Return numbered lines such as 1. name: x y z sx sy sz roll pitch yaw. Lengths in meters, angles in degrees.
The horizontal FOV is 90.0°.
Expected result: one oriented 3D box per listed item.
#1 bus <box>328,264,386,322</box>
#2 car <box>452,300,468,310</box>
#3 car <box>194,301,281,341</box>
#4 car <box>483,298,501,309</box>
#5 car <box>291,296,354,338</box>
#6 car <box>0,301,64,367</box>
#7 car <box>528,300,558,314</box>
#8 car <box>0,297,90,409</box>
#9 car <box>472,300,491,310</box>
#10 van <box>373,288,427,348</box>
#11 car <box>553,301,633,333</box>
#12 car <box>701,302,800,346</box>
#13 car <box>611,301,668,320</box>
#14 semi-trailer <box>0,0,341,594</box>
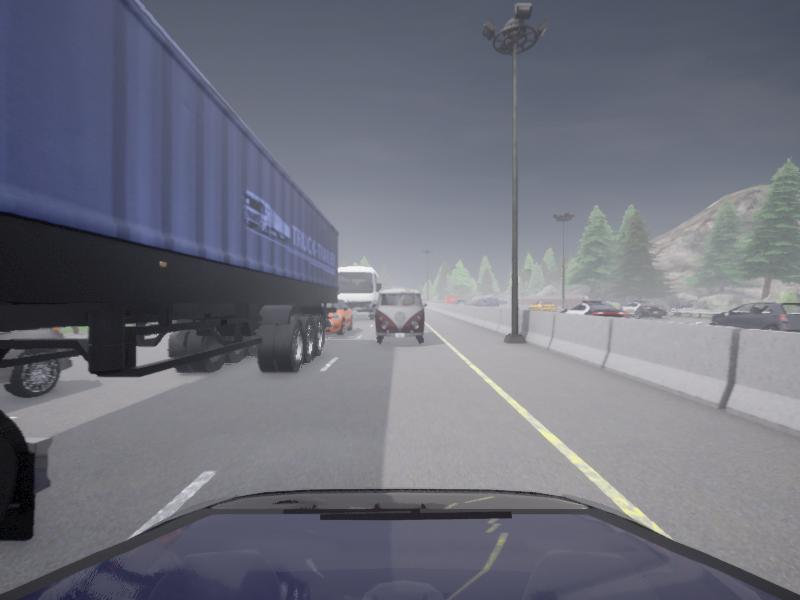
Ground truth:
1. bus: -3.389 -0.522 34.658 3.944 4.253 10.273 0 0 0
2. car: 10.394 0.799 69.814 2.033 1.649 4.856 0 0 0
3. car: -7.000 0.829 17.942 1.882 1.535 5.008 0 0 0
4. car: 17.378 0.593 76.170 2.150 2.045 5.566 0 0 0
5. car: -3.501 0.700 18.908 2.097 1.767 4.553 0 0 0
6. car: -10.501 0.806 8.744 1.801 1.575 5.366 0 0 0
7. car: 17.454 0.815 49.162 1.801 1.575 5.366 0 0 0
8. car: -7.000 0.783 5.121 2.152 1.651 5.027 0 0 0
9. car: 13.899 0.774 68.265 2.242 1.667 4.611 0 0 0
10. van: -0.001 0.605 15.538 1.775 1.987 4.442 0 0 0
11. car: 10.500 0.835 22.230 2.038 1.542 4.974 0 0 0
12. car: 14.001 0.832 15.565 1.845 1.501 3.633 0 0 0
13. car: 20.993 0.839 35.292 2.038 1.542 4.974 0 0 0
14. semi-trailer: -3.502 -0.619 7.419 2.717 4.402 14.254 0 0 0
